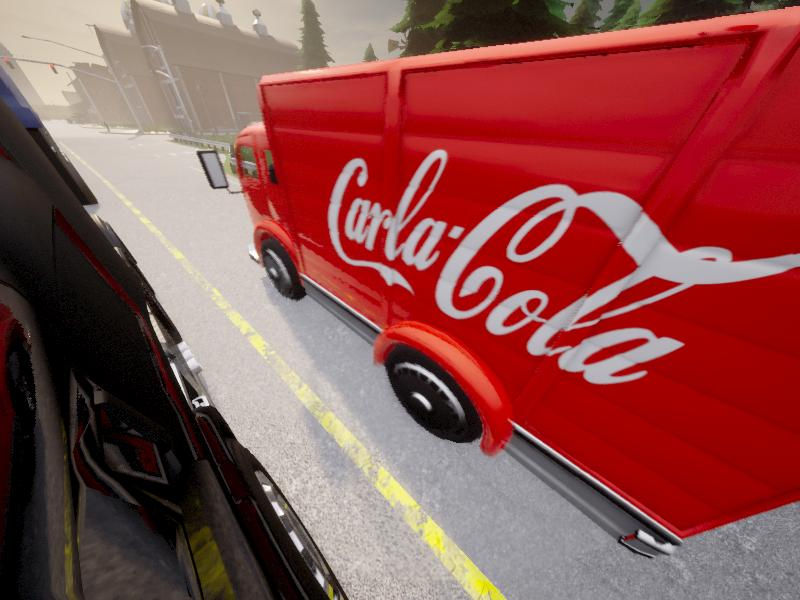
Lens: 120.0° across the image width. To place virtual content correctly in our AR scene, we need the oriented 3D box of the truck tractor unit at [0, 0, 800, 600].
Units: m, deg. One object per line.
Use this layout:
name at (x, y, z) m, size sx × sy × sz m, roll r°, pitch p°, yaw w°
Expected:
truck tractor unit at (-2.645, -0.295, 0.351) m, size 6.516 × 4.208 × 3.053 m, roll 28°, pitch 44°, yaw 30°

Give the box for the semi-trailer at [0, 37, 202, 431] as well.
semi-trailer at (-8.745, -3.574, 4.180) m, size 14.254 × 4.402 × 2.717 m, roll 28°, pitch 43°, yaw 29°

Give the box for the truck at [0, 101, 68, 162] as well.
truck at (-21.925, -9.539, 12.951) m, size 5.204 × 2.467 × 2.627 m, roll 27°, pitch 43°, yaw 28°

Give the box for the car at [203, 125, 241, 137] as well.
car at (-27.760, -26.436, 36.144) m, size 1.994 × 1.385 × 4.181 m, roll 27°, pitch 43°, yaw 29°

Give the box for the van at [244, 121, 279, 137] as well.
van at (-23.794, -29.481, 39.891) m, size 2.069 × 2.038 × 4.480 m, roll 28°, pitch 44°, yaw 29°

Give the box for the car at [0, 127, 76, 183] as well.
car at (-16.060, -6.230, 9.719) m, size 4.902 × 1.511 × 2.128 m, roll 27°, pitch 43°, yaw 29°

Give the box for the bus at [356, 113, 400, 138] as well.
bus at (-4.823, -40.448, 53.904) m, size 3.944 × 4.253 × 10.273 m, roll 28°, pitch 43°, yaw 29°

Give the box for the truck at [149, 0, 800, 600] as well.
truck at (0.093, -0.863, 2.739) m, size 5.204 × 2.467 × 2.627 m, roll 28°, pitch 44°, yaw 30°
